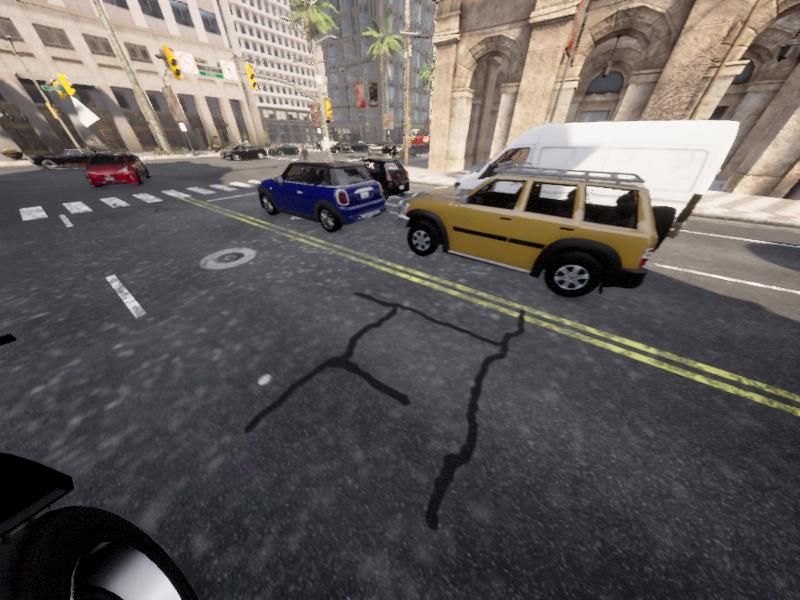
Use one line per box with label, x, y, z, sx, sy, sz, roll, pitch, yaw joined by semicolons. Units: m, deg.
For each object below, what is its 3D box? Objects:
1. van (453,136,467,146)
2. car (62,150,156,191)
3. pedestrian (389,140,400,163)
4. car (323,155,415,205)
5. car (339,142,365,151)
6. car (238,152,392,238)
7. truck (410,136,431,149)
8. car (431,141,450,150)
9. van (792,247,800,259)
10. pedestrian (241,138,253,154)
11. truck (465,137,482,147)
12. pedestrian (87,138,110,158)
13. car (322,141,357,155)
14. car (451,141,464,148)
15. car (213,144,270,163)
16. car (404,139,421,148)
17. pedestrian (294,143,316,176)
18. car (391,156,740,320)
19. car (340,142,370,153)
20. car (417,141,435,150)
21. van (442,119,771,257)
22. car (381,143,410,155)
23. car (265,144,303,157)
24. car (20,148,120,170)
van;19.289;-50.953;74.105;1.988;2.561;5.915;22;41;28
car;-15.831;-7.400;12.950;2.007;1.525;4.514;-21;41;-27
pedestrian;-0.516;-14.561;22.639;0.751;1.860;0.751;21;40;26
car;-1.400;-5.489;10.356;3.633;1.501;1.845;23;41;28
car;-9.420;-30.218;45.415;2.163;1.488;4.792;22;41;28
car;-2.715;-3.666;7.530;4.553;1.767;2.097;22;41;28
truck;5.097;-39.176;57.377;2.627;2.467;5.204;22;41;28
car;9.248;-35.175;52.529;2.038;1.542;4.974;22;41;28
van;11.328;-0.700;2.792;5.915;2.561;1.988;22;41;28
pedestrian;-22.131;-22.347;33.505;0.751;1.860;0.751;-8;36;-11
truck;20.948;-45.201;66.054;2.627;2.467;5.204;22;41;28
pedestrian;-33.445;-16.852;25.618;0.751;1.860;0.751;27;43;32
car;-9.281;-23.740;36.084;1.930;1.638;5.238;22;41;28
car;14.797;-39.750;59.055;1.789;1.549;3.705;22;41;28
car;-17.615;-16.600;26.011;1.837;1.490;4.892;17;39;23
car;3.355;-40.589;59.962;2.185;1.767;4.553;22;41;28
pedestrian;-6.436;-9.532;15.720;0.751;1.860;0.751;24;41;29
car;2.247;-1.684;4.687;4.605;1.855;1.932;22;41;28
car;-8.192;-28.003;42.355;2.033;1.411;5.357;22;41;28
car;6.088;-36.062;53.832;2.163;1.488;4.792;23;41;28
van;4.473;-3.512;6.726;5.915;2.561;1.988;22;41;28
car;-0.600;-23.734;36.237;2.038;1.542;4.974;22;40;28
car;-16.434;-21.338;32.851;1.994;1.385;4.181;22;41;28
car;-27.839;-12.096;19.713;1.895;1.301;4.718;22;41;28
